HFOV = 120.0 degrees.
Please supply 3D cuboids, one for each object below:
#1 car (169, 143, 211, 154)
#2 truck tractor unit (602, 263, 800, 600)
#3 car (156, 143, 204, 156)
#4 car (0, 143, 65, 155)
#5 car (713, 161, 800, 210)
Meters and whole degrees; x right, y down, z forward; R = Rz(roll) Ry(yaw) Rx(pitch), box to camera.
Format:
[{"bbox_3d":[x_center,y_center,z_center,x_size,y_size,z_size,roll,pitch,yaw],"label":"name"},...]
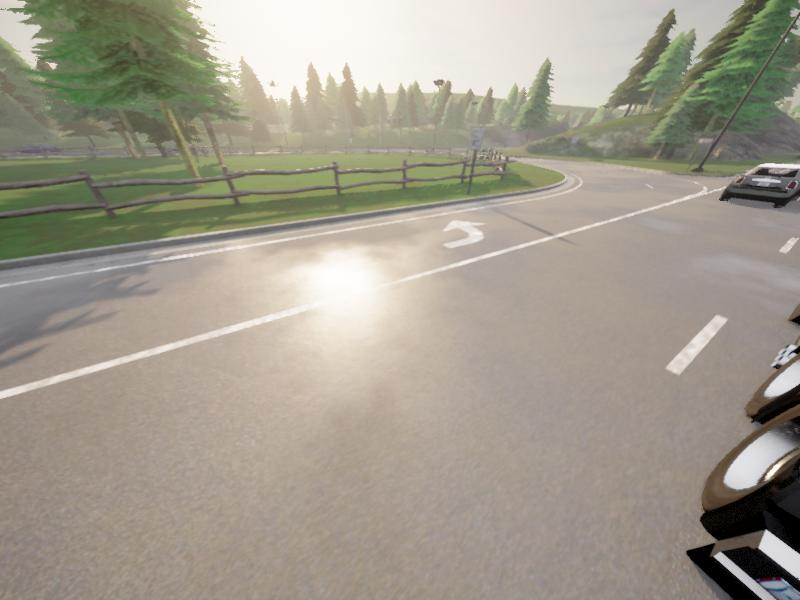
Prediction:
[{"bbox_3d":[-38.060,-27.686,42.074,5.366,1.575,1.801,-18,39,-24],"label":"car"},{"bbox_3d":[5.112,-0.299,0.785,6.516,4.208,3.053,-18,39,-24],"label":"truck tractor unit"},{"bbox_3d":[-34.959,-24.096,36.905,5.027,1.651,2.152,-18,39,-24],"label":"car"},{"bbox_3d":[-57.368,-23.729,36.250,5.008,1.535,1.882,-18,39,-24],"label":"car"},{"bbox_3d":[16.800,-5.297,10.476,3.806,1.475,1.970,-18,39,-24],"label":"car"}]
